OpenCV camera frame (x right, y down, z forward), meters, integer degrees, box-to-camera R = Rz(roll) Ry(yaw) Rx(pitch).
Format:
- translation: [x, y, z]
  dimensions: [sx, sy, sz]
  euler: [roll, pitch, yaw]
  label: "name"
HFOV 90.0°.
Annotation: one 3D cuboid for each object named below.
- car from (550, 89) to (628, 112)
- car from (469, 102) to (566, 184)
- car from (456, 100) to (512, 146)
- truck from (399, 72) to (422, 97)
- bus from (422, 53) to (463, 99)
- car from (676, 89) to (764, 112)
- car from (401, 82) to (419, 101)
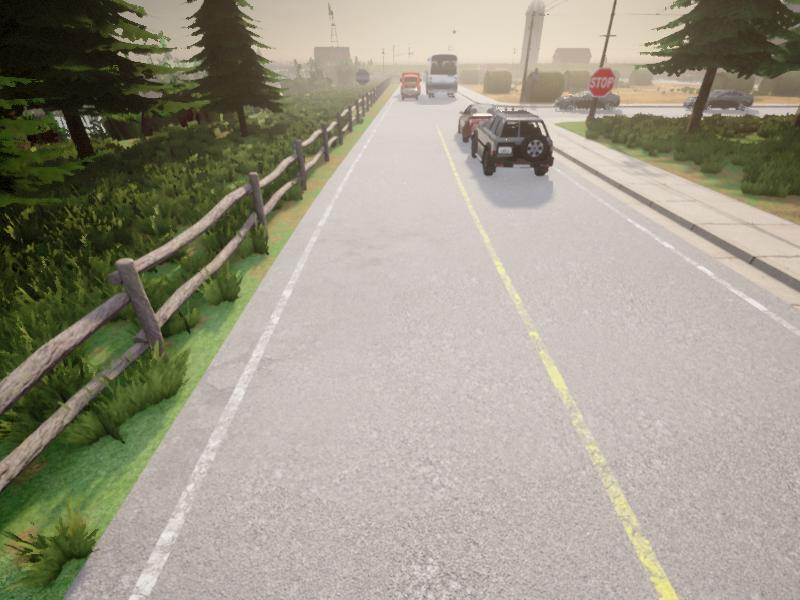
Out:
- translation: [14.785, -15.746, 31.552]
  dimensions: [4.902, 1.511, 2.128]
  euler: [-1, 30, -1]
  label: "car"
- translation: [3.650, -5.438, 13.459]
  dimensions: [1.932, 1.855, 4.605]
  euler: [1, 30, 1]
  label: "car"
- translation: [3.872, -8.580, 19.190]
  dimensions: [2.007, 1.525, 4.514]
  euler: [2, 30, 3]
  label: "car"
- translation: [1.291, -26.012, 48.120]
  dimensions: [2.627, 2.467, 5.204]
  euler: [1, 30, 1]
  label: "truck"
- translation: [4.651, -26.373, 46.968]
  dimensions: [3.944, 4.253, 10.273]
  euler: [1, 30, 1]
  label: "bus"
- translation: [25.259, -15.845, 31.725]
  dimensions: [4.902, 1.511, 2.128]
  euler: [0, 30, -1]
  label: "car"
- translation: [1.079, -22.162, 42.378]
  dimensions: [1.851, 1.617, 3.988]
  euler: [1, 30, 1]
  label: "car"
